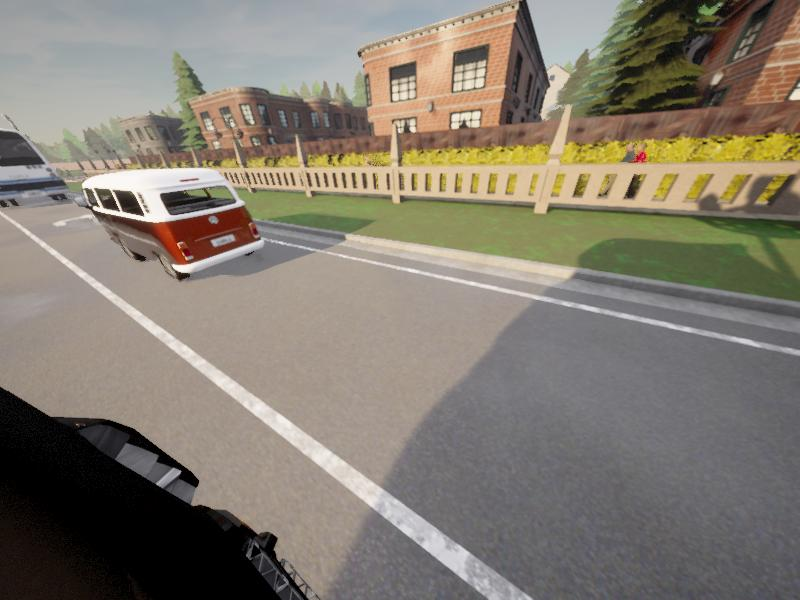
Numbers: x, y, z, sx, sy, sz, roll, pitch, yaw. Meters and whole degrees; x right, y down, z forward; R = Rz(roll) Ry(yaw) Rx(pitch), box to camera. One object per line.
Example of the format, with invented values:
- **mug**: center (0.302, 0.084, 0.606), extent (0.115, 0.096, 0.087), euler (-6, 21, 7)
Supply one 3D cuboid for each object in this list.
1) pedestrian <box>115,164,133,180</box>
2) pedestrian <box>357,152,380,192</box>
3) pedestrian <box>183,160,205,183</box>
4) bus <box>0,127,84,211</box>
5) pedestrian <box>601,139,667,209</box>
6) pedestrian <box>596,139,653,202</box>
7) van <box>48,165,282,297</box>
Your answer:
- **pedestrian**: center (-38.118, -17.718, 31.912), extent (0.751, 1.860, 0.751), euler (15, 38, 25)
- **pedestrian**: center (-1.713, -7.148, 12.926), extent (0.751, 1.860, 0.751), euler (20, 40, 31)
- **pedestrian**: center (-20.096, -12.526, 22.575), extent (0.751, 1.860, 0.751), euler (16, 38, 26)
- **bus**: center (-28.656, -9.355, 16.633), extent (10.273, 4.253, 3.944), euler (15, 38, 26)
- **pedestrian**: center (7.384, -4.003, 7.420), extent (0.751, 1.860, 0.751), euler (15, 37, 25)
- **pedestrian**: center (7.877, -4.570, 8.236), extent (0.751, 1.860, 0.751), euler (15, 38, 25)
- **van**: center (-5.509, -1.970, 5.570), extent (4.480, 2.038, 2.069), euler (16, 38, 26)
